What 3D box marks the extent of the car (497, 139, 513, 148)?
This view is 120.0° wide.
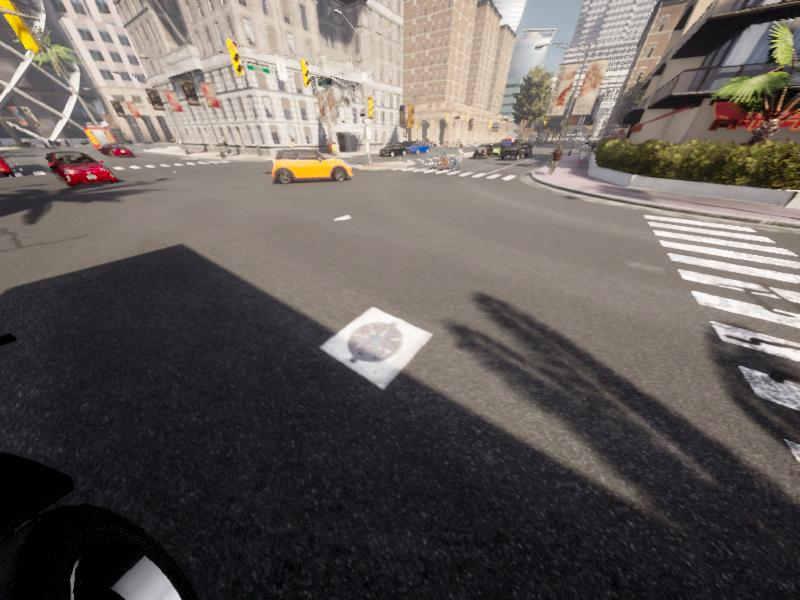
[{"bbox_3d":[28.153,-41.786,61.637,2.150,2.045,5.566,22,40,27],"label":"car"}]

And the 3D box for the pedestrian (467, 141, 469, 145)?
[{"bbox_3d":[23.179,-53.482,78.689,0.500,1.100,0.500,24,42,30],"label":"pedestrian"}]

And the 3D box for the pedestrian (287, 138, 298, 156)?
[{"bbox_3d":[-14.272,-20.309,30.669,0.751,1.860,0.751,-24,42,-31],"label":"pedestrian"}]

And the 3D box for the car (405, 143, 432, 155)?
[{"bbox_3d":[2.942,-24.118,36.803,1.882,1.535,5.008,22,40,27],"label":"car"}]

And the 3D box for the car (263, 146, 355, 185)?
[{"bbox_3d":[-5.243,-8.114,13.814,4.553,1.767,2.097,-11,37,-16],"label":"car"}]

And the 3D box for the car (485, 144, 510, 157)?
[{"bbox_3d":[14.304,-21.902,33.766,2.007,1.525,4.514,22,40,27],"label":"car"}]

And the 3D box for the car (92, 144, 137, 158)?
[{"bbox_3d":[-36.104,-18.899,29.216,4.181,1.385,1.994,15,38,20],"label":"car"}]

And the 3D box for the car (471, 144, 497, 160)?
[{"bbox_3d":[10.806,-18.989,29.582,1.789,1.549,3.705,22,41,27],"label":"car"}]

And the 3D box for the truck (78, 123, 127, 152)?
[{"bbox_3d":[-51.091,-28.130,40.047,2.891,3.827,8.468,-26,43,-32],"label":"truck"}]

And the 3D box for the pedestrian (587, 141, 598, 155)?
[{"bbox_3d":[31.190,-24.597,37.396,0.751,1.860,0.751,22,41,28],"label":"pedestrian"}]

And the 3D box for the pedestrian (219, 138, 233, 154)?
[{"bbox_3d":[-24.029,-21.294,31.982,0.751,1.860,0.751,23,41,29],"label":"pedestrian"}]

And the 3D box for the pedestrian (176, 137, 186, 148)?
[{"bbox_3d":[-46.380,-33.355,48.895,0.751,1.860,0.751,-14,38,-20],"label":"pedestrian"}]

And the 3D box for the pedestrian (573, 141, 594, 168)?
[{"bbox_3d":[15.333,-12.128,19.318,0.751,1.860,0.751,21,40,27],"label":"pedestrian"}]

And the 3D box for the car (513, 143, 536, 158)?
[{"bbox_3d":[17.575,-21.092,32.575,1.851,1.617,3.988,22,40,27],"label":"car"}]

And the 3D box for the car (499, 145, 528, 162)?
[{"bbox_3d":[13.966,-18.040,28.315,1.837,1.490,4.892,22,40,27],"label":"car"}]

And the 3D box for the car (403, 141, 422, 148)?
[{"bbox_3d":[3.125,-39.407,58.496,4.514,1.525,2.007,22,40,27],"label":"car"}]

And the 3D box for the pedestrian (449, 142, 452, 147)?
[{"bbox_3d":[14.306,-44.135,65.623,0.500,1.100,0.500,22,41,28],"label":"pedestrian"}]

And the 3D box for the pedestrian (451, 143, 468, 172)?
[{"bbox_3d":[4.569,-11.034,17.940,0.751,1.860,0.751,26,42,31],"label":"pedestrian"}]

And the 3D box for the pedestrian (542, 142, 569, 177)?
[{"bbox_3d":[9.903,-8.936,14.746,0.751,1.860,0.751,11,37,15],"label":"pedestrian"}]

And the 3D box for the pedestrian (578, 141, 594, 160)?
[{"bbox_3d":[21.262,-17.101,26.421,0.751,1.860,0.751,21,40,27],"label":"pedestrian"}]

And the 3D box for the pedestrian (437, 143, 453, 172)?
[{"bbox_3d":[3.549,-11.300,18.308,0.751,1.860,0.751,23,41,29],"label":"pedestrian"}]

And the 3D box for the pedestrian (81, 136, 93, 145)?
[{"bbox_3d":[-77.981,-39.692,57.614,0.751,1.860,0.751,-2,35,-4],"label":"pedestrian"}]

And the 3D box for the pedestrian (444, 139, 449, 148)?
[{"bbox_3d":[12.321,-41.409,61.083,0.751,1.860,0.751,23,41,29],"label":"pedestrian"}]

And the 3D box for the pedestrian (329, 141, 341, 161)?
[{"bbox_3d":[-7.200,-16.526,25.628,0.751,1.860,0.751,26,43,32],"label":"pedestrian"}]

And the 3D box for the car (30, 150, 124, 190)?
[{"bbox_3d":[-17.984,-7.370,12.883,4.514,1.525,2.007,21,40,26],"label":"car"}]

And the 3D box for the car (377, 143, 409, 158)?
[{"bbox_3d":[-0.901,-20.897,32.239,1.837,1.490,4.892,22,41,27],"label":"car"}]

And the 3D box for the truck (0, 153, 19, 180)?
[{"bbox_3d":[-28.427,-10.004,14.536,8.468,3.827,2.891,22,41,28],"label":"truck"}]

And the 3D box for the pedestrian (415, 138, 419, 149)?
[{"bbox_3d":[3.844,-35.274,52.044,0.751,1.860,0.751,16,38,21],"label":"pedestrian"}]

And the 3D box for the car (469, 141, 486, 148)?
[{"bbox_3d":[19.929,-40.079,59.585,3.633,1.501,1.845,21,40,27],"label":"car"}]

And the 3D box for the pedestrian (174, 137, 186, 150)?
[{"bbox_3d":[-39.397,-28.008,41.373,0.751,1.860,0.751,25,42,31],"label":"pedestrian"}]

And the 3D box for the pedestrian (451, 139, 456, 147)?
[{"bbox_3d":[15.151,-44.275,65.170,0.751,1.860,0.751,23,41,29],"label":"pedestrian"}]

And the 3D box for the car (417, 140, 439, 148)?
[{"bbox_3d":[7.296,-40.243,59.616,5.238,1.638,1.930,21,40,27],"label":"car"}]

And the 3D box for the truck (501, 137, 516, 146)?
[{"bbox_3d":[35.402,-51.566,75.191,2.627,2.467,5.204,22,40,27],"label":"truck"}]

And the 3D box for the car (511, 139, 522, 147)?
[{"bbox_3d":[35.677,-47.992,70.649,1.905,1.878,3.866,22,40,27],"label":"car"}]

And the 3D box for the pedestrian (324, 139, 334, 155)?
[{"bbox_3d":[-9.582,-20.718,31.288,0.751,1.860,0.751,13,37,17],"label":"pedestrian"}]

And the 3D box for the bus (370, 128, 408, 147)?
[{"bbox_3d":[-3.114,-45.519,64.750,10.273,4.253,3.944,21,40,28],"label":"bus"}]
